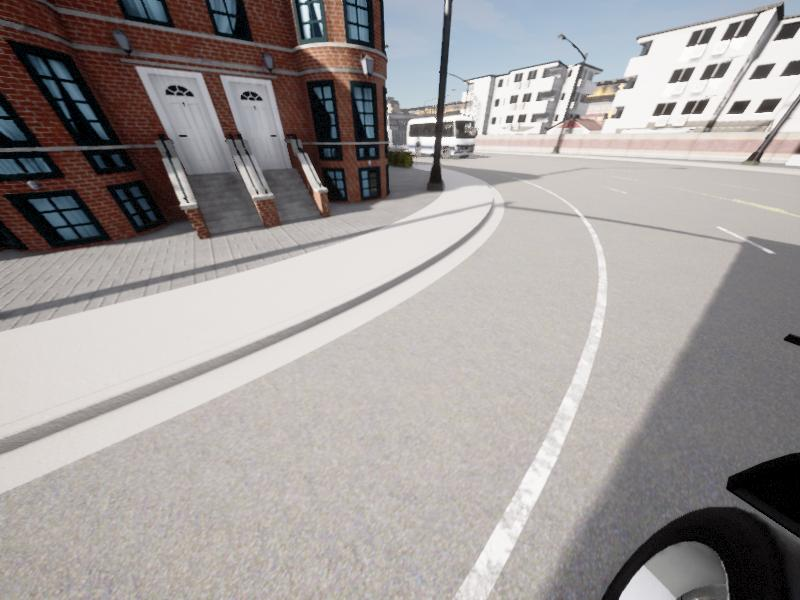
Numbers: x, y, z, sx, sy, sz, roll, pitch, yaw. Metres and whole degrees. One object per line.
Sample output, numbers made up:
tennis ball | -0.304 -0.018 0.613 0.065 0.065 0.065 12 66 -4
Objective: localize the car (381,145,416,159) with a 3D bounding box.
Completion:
car | -0.322 -20.062 31.165 2.033 1.411 5.357 -21 40 -27

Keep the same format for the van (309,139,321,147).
van | -31.794 -58.756 86.526 1.988 2.561 5.915 -23 40 -29

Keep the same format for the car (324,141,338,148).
car | -20.980 -46.996 69.756 2.038 1.542 4.974 -23 40 -29

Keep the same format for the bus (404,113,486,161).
bus | 5.006 -20.464 29.217 3.944 4.253 10.273 -20 40 -26

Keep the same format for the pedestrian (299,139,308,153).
pedestrian | -16.069 -25.706 38.576 0.751 1.860 0.751 -27 43 -32
